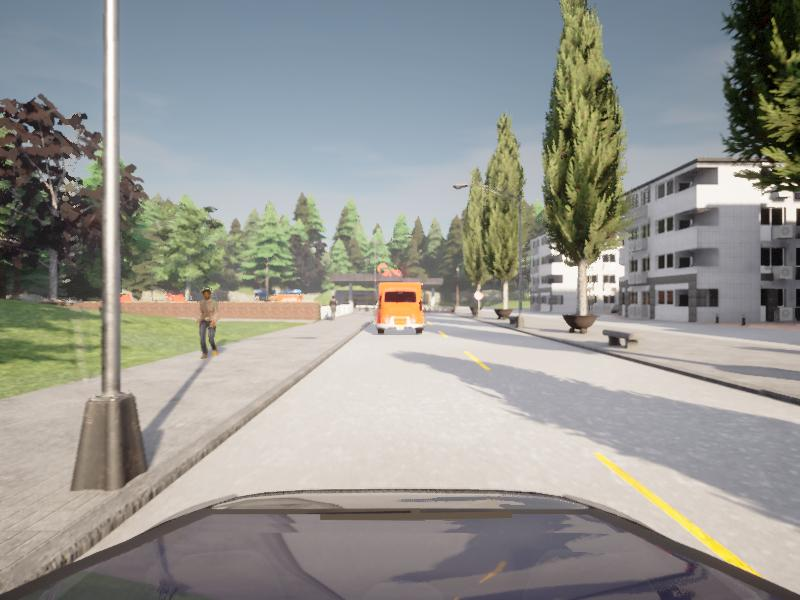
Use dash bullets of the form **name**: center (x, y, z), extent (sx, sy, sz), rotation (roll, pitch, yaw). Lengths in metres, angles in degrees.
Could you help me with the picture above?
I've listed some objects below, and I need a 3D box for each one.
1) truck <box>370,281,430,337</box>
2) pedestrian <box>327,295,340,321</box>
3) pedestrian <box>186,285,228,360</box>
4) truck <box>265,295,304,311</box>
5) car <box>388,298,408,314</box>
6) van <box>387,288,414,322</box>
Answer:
- **truck**: center (0.013, 0.394, 20.195), extent (2.627, 2.467, 5.204), rotation (0, 0, 0)
- **pedestrian**: center (-4.934, 0.584, 29.664), extent (0.751, 1.860, 0.751), rotation (0, 0, 4)
- **pedestrian**: center (-4.938, 0.552, 10.287), extent (0.751, 1.860, 0.751), rotation (0, 0, -5)
- **truck**: center (-17.900, 0.462, 62.116), extent (5.204, 2.467, 2.627), rotation (0, 0, 0)
- **car**: center (-0.322, 0.734, 51.130), extent (1.905, 1.878, 3.866), rotation (1, 0, -11)
- **van**: center (0.046, 0.380, 32.907), extent (1.988, 2.561, 5.915), rotation (0, 0, 0)
